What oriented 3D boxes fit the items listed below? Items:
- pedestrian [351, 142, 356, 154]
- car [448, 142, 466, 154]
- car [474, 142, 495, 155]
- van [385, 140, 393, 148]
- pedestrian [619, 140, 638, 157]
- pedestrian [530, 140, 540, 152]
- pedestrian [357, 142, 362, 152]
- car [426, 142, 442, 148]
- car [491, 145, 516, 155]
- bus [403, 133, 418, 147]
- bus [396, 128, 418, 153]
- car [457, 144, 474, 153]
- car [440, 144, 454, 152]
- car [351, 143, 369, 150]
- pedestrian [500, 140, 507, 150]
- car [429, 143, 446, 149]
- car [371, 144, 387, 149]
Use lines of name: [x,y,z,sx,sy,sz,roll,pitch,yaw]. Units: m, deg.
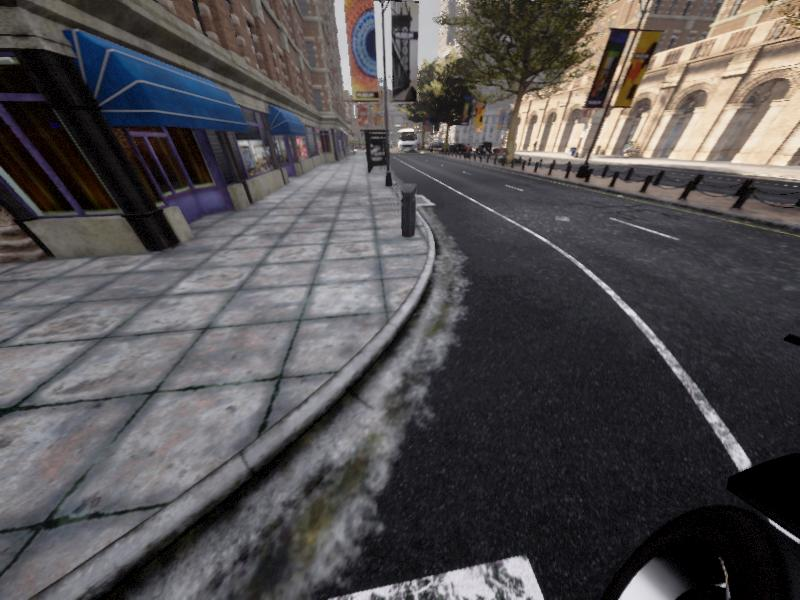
pedestrian: [-8.517,-27.699,42.177,0.751,1.860,0.751,-5,35,-7]
car: [10.974,-29.520,44.789,1.932,1.855,4.605,-5,35,-6]
car: [15.050,-27.236,41.416,1.905,1.878,3.866,-5,35,-6]
van: [-4.241,-60.122,88.724,2.351,2.431,6.366,-5,35,-6]
pedestrian: [29.451,-19.519,29.765,0.751,1.860,0.751,-5,35,-6]
pedestrian: [24.784,-28.230,42.414,0.751,1.860,0.751,-8,35,-10]
pedestrian: [-9.148,-34.667,52.245,0.751,1.860,0.751,-7,35,-10]
car: [10.761,-49.624,73.998,4.611,1.667,2.242,-5,35,-6]
car: [18.360,-26.887,41.374,1.895,1.301,4.718,-5,35,-6]
bus: [3.721,-60.846,88.041,3.944,4.253,10.273,-5,35,-6]
bus: [1.393,-36.413,52.806,3.944,4.253,10.273,-3,35,-3]
car: [13.814,-32.293,49.195,1.994,1.385,4.181,-5,35,-6]
car: [10.097,-33.156,50.358,1.845,1.501,3.633,-5,35,-6]
car: [-11.908,-45.595,68.656,4.974,1.542,2.038,-5,35,-6]
pedestrian: [24.018,-36.019,53.670,0.751,1.860,0.751,-5,35,-6]
car: [11.402,-47.391,70.888,4.514,1.525,2.007,-8,35,-11]
car: [-6.683,-47.961,72.201,4.718,1.301,1.895,-5,35,-6]
